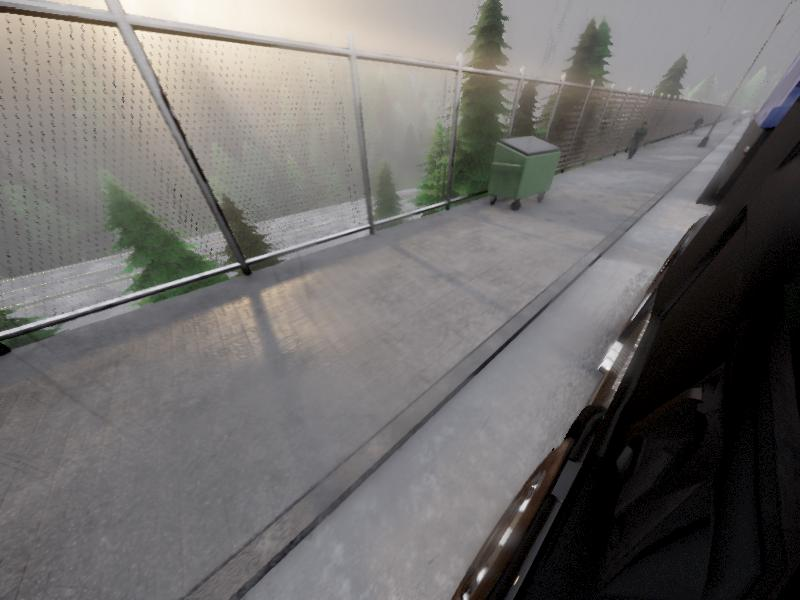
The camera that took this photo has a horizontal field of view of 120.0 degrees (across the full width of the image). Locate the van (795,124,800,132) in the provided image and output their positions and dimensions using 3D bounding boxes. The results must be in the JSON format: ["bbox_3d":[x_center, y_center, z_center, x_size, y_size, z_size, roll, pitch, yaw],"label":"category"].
[{"bbox_3d":[48.349,-20.659,26.543,4.480,2.038,2.069,-28,44,-30],"label":"van"}]

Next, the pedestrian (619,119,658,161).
[{"bbox_3d":[13.356,-8.947,12.985,0.751,1.860,0.751,29,47,35],"label":"pedestrian"}]

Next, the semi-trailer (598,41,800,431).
[{"bbox_3d":[8.695,-3.607,4.232,14.254,4.402,2.717,-28,44,-30],"label":"semi-trailer"}]

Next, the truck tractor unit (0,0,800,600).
[{"bbox_3d":[2.645,-0.295,0.351,6.516,4.208,3.053,-28,44,-30],"label":"truck tractor unit"}]

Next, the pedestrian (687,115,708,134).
[{"bbox_3d":[36.021,-21.218,27.973,0.751,1.860,0.751,-27,43,-28],"label":"pedestrian"}]
